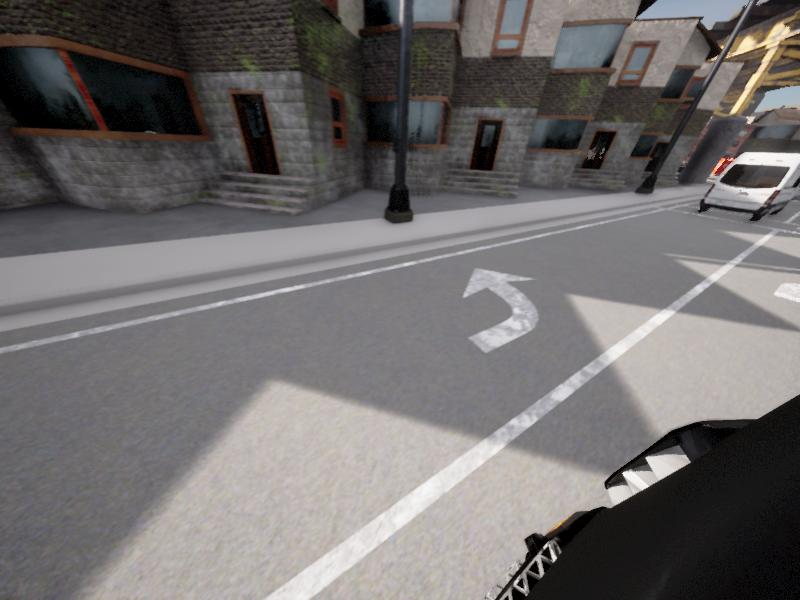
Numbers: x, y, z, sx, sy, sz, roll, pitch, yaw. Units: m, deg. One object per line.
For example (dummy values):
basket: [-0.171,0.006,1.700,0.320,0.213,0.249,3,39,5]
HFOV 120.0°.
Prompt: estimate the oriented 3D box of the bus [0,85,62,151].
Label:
bus: [-34.245,-13.117,16.333,3.944,4.253,10.273,10,36,11]

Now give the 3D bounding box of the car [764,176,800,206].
car: [26.910,-7.213,15.268,3.633,1.501,1.845,-11,36,-20]

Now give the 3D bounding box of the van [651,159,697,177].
van: [41.072,-19.926,34.822,2.069,2.038,4.480,11,35,11]

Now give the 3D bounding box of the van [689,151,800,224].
van: [17.315,-5.497,11.097,5.915,2.561,1.988,-15,38,-24]

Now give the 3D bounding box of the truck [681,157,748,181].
truck: [43.995,-18.565,32.618,2.627,2.467,5.204,11,35,11]
